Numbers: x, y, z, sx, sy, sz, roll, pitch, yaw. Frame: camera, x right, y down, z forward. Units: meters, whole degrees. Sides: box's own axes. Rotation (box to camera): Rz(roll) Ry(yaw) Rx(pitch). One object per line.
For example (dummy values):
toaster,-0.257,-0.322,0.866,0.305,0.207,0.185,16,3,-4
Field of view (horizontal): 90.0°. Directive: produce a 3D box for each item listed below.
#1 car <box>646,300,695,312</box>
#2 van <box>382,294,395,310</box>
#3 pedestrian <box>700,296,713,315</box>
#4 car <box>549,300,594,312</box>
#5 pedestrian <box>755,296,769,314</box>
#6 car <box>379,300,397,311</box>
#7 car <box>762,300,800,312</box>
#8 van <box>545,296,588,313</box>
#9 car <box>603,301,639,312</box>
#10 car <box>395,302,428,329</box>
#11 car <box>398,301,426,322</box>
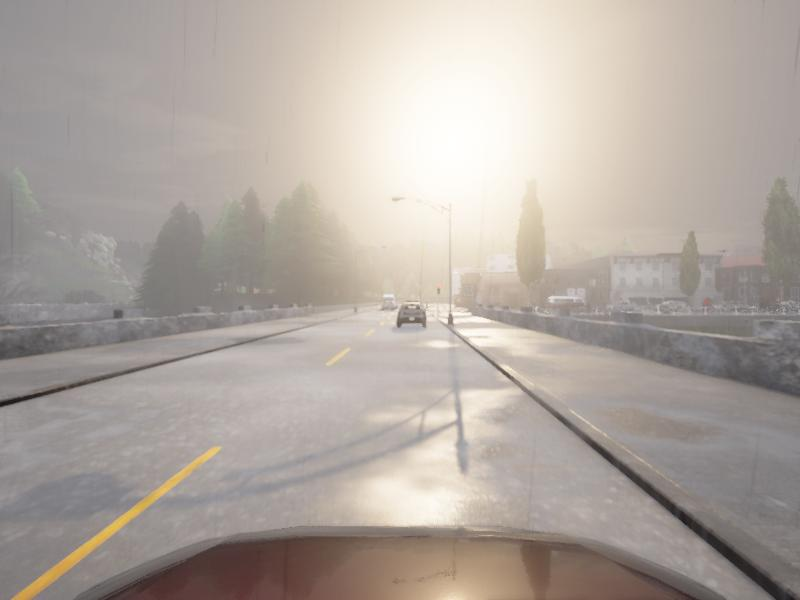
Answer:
car,35.943,0.782,53.244,5.238,1.638,1.930,0,0,2
van,-1.884,0.309,67.261,1.988,2.561,5.915,0,1,2
pedestrian,31.251,0.546,40.814,0.751,1.860,0.751,0,0,-1
car,22.929,0.788,53.663,5.027,1.651,2.152,0,0,2
pedestrian,37.666,0.548,41.615,0.751,1.860,0.751,0,0,8
car,-1.763,0.829,58.348,2.007,1.525,4.514,0,0,-9
car,51.211,0.787,52.753,5.238,1.638,1.930,0,0,2
van,20.610,0.578,49.759,4.480,2.038,2.069,0,0,2
car,29.501,0.863,53.451,3.806,1.475,1.970,0,0,2
car,0.720,0.855,24.436,1.816,1.474,4.193,0,0,2
car,0.937,0.827,31.033,2.038,1.542,4.974,0,0,2
